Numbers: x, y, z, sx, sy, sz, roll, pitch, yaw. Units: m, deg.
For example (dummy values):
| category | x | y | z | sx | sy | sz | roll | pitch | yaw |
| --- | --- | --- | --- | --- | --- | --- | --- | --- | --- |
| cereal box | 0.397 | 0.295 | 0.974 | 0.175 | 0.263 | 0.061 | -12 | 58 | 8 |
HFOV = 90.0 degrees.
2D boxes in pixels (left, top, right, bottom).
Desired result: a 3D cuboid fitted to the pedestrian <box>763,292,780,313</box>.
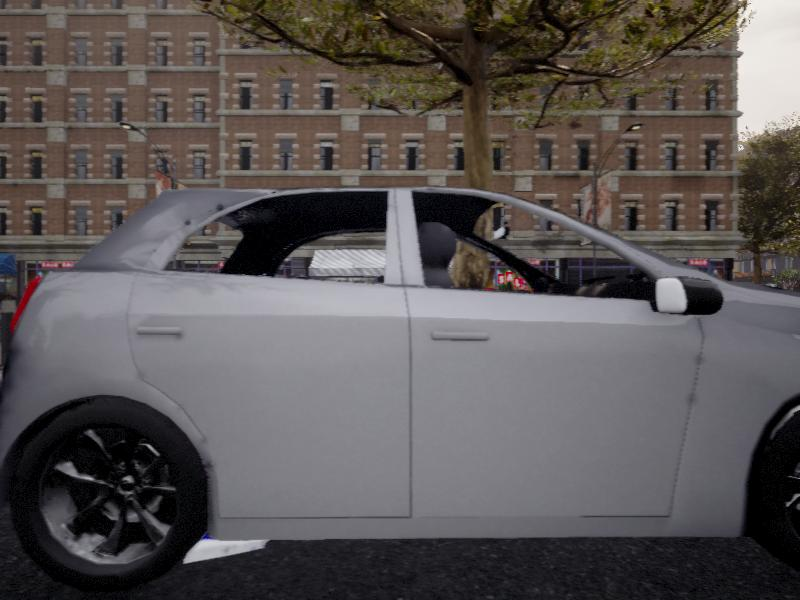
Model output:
| category | x | y | z | sx | sy | sz | roll | pitch | yaw |
| --- | --- | --- | --- | --- | --- | --- | --- | --- | --- |
| pedestrian | 23.846 | 0.165 | 25.675 | 0.751 | 1.300 | 0.751 | 0 | 0 | -41 |

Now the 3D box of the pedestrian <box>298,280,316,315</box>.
| category | x | y | z | sx | sy | sz | roll | pitch | yaw |
| --- | --- | --- | --- | --- | --- | --- | --- | --- | --- |
| pedestrian | -5.049 | -0.115 | 21.743 | 0.751 | 1.860 | 0.751 | 0 | 0 | 1 |

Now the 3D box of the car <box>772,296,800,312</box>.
| category | x | y | z | sx | sy | sz | roll | pitch | yaw |
| --- | --- | --- | --- | --- | --- | --- | --- | --- | --- |
| car | 35.106 | 0.344 | 34.321 | 1.895 | 1.301 | 4.718 | 0 | 0 | 0 |

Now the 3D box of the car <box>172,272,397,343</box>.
| category | x | y | z | sx | sy | sz | roll | pitch | yaw |
| --- | --- | --- | --- | --- | --- | --- | --- | --- | --- |
| car | -2.766 | 0.171 | 10.481 | 5.238 | 1.638 | 1.930 | 0 | 0 | -5 |

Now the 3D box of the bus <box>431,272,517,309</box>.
| category | x | y | z | sx | sy | sz | roll | pitch | yaw |
| --- | --- | --- | --- | --- | --- | --- | --- | --- | --- |
| bus | 9.393 | -1.148 | 51.917 | 10.273 | 4.253 | 3.944 | 2 | 0 | 0 |

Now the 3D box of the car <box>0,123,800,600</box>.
| category | x | y | z | sx | sy | sz | roll | pitch | yaw |
| --- | --- | --- | --- | --- | --- | --- | --- | --- | --- |
| car | 0.341 | 0.226 | 2.134 | 3.633 | 1.501 | 1.845 | 0 | 0 | -1 |

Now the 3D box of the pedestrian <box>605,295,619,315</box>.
| category | x | y | z | sx | sy | sz | roll | pitch | yaw |
| --- | --- | --- | --- | --- | --- | --- | --- | --- | --- |
| pedestrian | 11.697 | 0.265 | 22.055 | 0.500 | 1.100 | 0.500 | 0 | 0 | -2 |

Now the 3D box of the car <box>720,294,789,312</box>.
| category | x | y | z | sx | sy | sz | roll | pitch | yaw |
| --- | --- | --- | --- | --- | --- | --- | --- | --- | --- |
| car | 31.596 | 0.244 | 35.870 | 1.837 | 1.490 | 4.892 | 0 | 0 | 0 |
